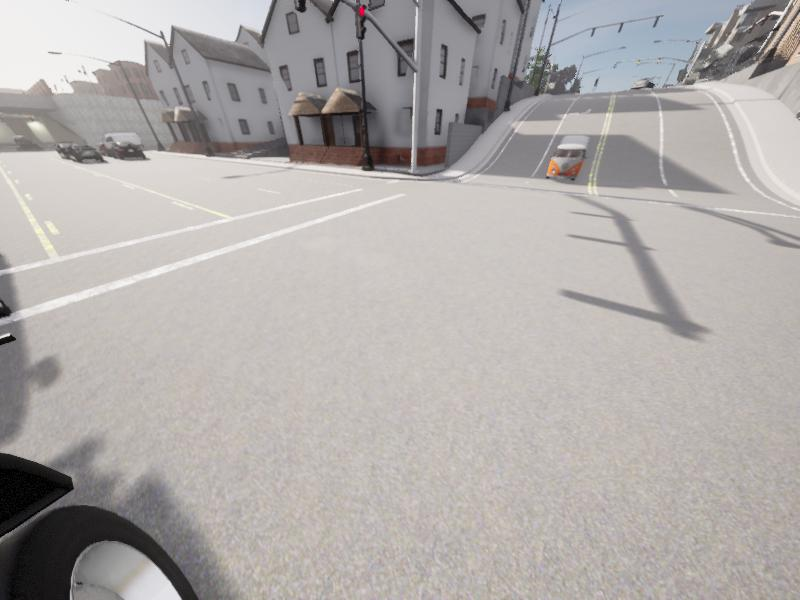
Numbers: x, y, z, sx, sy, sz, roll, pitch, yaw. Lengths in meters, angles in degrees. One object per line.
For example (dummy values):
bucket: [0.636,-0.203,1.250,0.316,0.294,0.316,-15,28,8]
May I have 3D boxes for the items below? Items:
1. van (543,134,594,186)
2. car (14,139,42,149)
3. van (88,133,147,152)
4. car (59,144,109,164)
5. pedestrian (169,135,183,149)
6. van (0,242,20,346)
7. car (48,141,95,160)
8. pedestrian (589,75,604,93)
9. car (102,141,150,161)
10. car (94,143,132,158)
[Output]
van: [11.093,-9.315,15.178,1.775,1.987,4.442,21,49,26]
car: [-72.205,-30.231,44.789,4.974,1.542,2.038,21,40,26]
van: [-50.131,-28.203,41.210,1.988,2.561,5.915,24,43,29]
car: [-32.268,-14.999,23.581,4.514,1.525,2.007,22,40,27]
pedestrian: [-37.910,-26.787,39.173,0.751,1.860,0.751,10,36,13]
van: [-8.146,-1.011,3.070,5.915,2.561,1.988,22,40,27]
car: [-38.131,-17.365,26.787,5.238,1.638,1.930,20,40,26]
pedestrian: [28.960,-31.874,34.088,0.751,1.860,0.751,-13,37,-18]
car: [-31.614,-17.236,26.633,4.611,1.667,2.242,22,40,27]
car: [-37.138,-19.408,29.863,4.674,1.442,1.812,21,40,26]
